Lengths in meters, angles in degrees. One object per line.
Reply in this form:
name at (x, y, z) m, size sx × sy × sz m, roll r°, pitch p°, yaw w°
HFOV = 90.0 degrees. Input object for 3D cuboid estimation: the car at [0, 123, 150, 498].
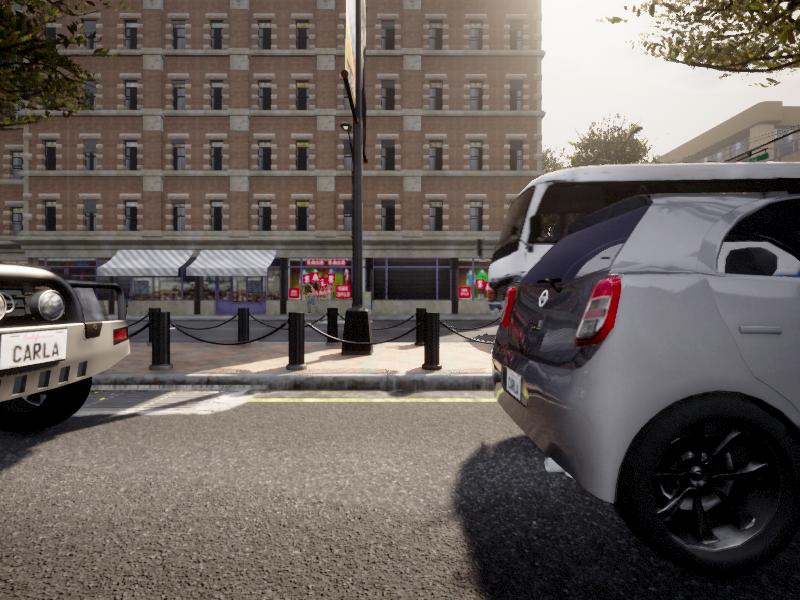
car at (-4.281, 0.053, 2.201) m, size 4.605 × 1.855 × 1.932 m, roll 0°, pitch 0°, yaw 0°

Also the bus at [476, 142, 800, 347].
bus at (7.407, -1.137, 10.297) m, size 10.273 × 4.253 × 3.944 m, roll 0°, pitch 0°, yaw 3°

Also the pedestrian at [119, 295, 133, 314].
pedestrian at (-15.672, 0.267, 22.893) m, size 0.500 × 1.100 × 0.500 m, roll 0°, pitch 0°, yaw -3°

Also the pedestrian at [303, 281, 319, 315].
pedestrian at (-4.860, -0.114, 21.941) m, size 0.751 × 1.860 × 0.751 m, roll 0°, pitch 0°, yaw -1°

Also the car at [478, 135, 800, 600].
car at (2.425, 0.226, 2.192) m, size 3.633 × 1.501 × 1.845 m, roll 0°, pitch 0°, yaw 0°

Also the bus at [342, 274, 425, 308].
bus at (-2.059, -1.133, 51.914) m, size 10.273 × 4.253 × 3.944 m, roll 0°, pitch 0°, yaw 0°
